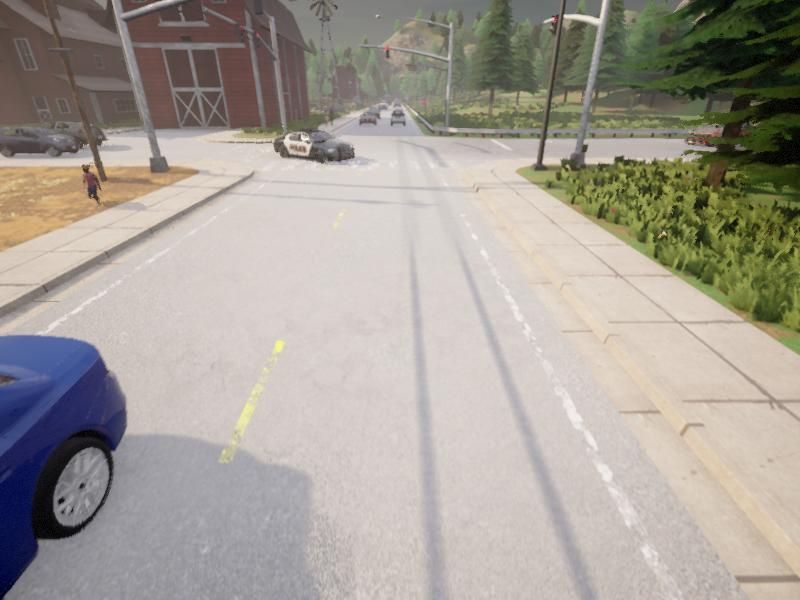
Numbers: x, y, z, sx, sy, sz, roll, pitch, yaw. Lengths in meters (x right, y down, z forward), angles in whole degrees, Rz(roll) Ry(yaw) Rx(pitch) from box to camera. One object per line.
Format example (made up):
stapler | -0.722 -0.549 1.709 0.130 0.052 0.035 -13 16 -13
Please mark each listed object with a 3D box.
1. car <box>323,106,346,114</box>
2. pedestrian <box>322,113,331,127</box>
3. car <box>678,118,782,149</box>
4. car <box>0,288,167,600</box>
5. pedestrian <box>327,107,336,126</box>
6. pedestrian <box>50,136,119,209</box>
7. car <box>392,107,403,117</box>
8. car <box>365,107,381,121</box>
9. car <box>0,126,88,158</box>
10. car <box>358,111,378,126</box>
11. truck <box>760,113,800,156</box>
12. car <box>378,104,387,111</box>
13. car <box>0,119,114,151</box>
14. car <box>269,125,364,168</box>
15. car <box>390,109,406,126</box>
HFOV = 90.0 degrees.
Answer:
car | -12.744 -37.409 78.582 4.181 1.385 1.994 -1 27 -2
pedestrian | -7.761 -19.049 42.249 0.751 1.300 0.751 -1 27 -2
car | 21.516 -10.978 26.317 4.611 1.667 2.242 -1 27 -1
car | -3.374 1.724 1.625 1.882 1.535 5.008 0 27 0
pedestrian | -7.300 -19.590 42.694 0.751 1.860 0.751 -5 27 -9
pedestrian | -8.800 -3.571 11.245 0.751 1.860 0.751 -1 27 -1
car | -0.373 -30.870 65.664 1.812 1.442 4.674 0 27 0
car | -3.812 -26.947 57.753 1.930 1.638 5.238 0 27 0
car | -20.137 -8.842 22.302 3.633 1.501 1.845 -1 27 -1
car | -3.730 -21.441 47.253 1.994 1.385 4.181 0 27 0
truck | 25.377 -9.623 23.187 6.274 2.098 2.390 -1 27 -1
car | -4.097 -45.353 94.240 1.895 1.301 4.718 0 27 0
car | -21.595 -10.467 25.360 5.027 1.651 2.152 -1 28 -1
car | -4.419 -8.117 20.910 4.974 1.542 2.038 21 36 36
car | -0.225 -21.360 46.828 1.851 1.617 3.988 0 27 0
